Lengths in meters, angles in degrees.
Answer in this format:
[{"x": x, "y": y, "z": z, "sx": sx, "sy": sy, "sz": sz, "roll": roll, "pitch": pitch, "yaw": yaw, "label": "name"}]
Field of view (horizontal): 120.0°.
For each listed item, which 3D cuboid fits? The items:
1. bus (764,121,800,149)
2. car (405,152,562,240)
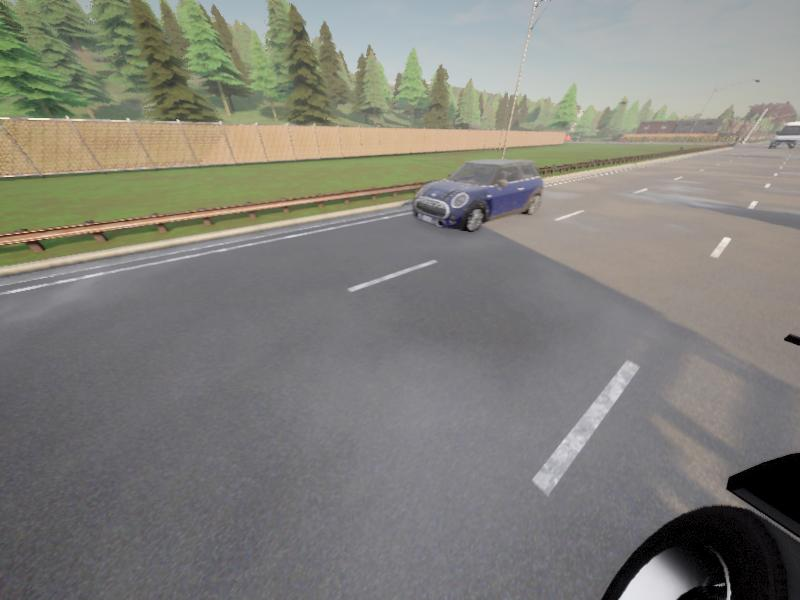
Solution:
[{"x": 77.642, "y": -32.581, "z": 45.789, "sx": 10.273, "sy": 4.253, "sz": 3.944, "roll": -22, "pitch": 41, "yaw": -28, "label": "bus"}, {"x": 2.634, "y": -3.582, "z": 7.407, "sx": 4.553, "sy": 1.767, "sz": 2.097, "roll": -22, "pitch": 41, "yaw": -28, "label": "car"}]
